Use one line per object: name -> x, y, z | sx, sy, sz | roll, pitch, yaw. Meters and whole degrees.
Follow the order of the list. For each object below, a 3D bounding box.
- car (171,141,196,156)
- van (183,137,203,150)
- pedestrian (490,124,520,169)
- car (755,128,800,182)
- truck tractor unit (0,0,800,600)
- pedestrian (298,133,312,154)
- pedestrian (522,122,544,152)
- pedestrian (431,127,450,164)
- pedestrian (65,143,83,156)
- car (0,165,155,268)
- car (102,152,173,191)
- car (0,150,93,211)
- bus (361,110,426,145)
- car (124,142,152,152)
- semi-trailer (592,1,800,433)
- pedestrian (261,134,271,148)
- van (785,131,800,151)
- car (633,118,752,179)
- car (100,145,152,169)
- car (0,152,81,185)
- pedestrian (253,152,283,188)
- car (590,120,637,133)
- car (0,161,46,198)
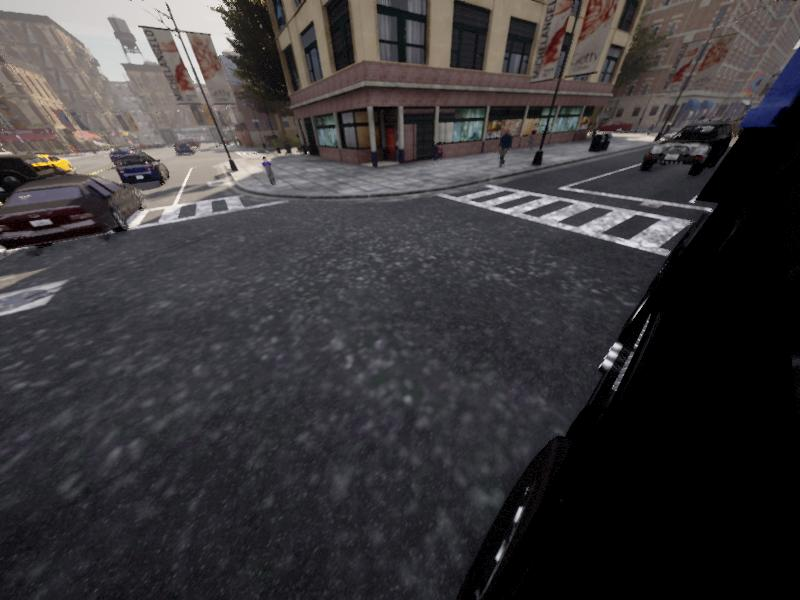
car -> -32.581, -22.796, 34.695 | 1.851, 1.617, 3.988 | -31, 45, -32
van -> -44.235, -33.506, 49.359 | 1.775, 1.987, 4.442 | -18, 39, -19
pedestrian -> 5.418, -7.901, 11.961 | 0.751, 1.860, 0.751 | -28, 44, -29
car -> 16.673, -5.775, 9.038 | 4.792, 1.488, 2.163 | -23, 41, -25
truck tractor unit -> 2.645, -0.295, 0.351 | 6.516, 4.208, 3.053 | -28, 44, -30
pedestrian -> -10.246, -16.954, 24.996 | 0.751, 1.860, 0.751 | -24, 42, -26
pedestrian -> 10.219, -12.541, 17.819 | 0.751, 1.860, 0.751 | -19, 40, -20
pedestrian -> 2.500, -9.626, 14.440 | 0.751, 1.860, 0.751 | -28, 43, -29
pedestrian -> -56.787, -26.161, 40.214 | 0.751, 1.860, 0.751 | -18, 40, -19
car -> -9.616, -2.932, 7.002 | 2.033, 1.411, 5.357 | -24, 42, -26
car -> -15.292, -7.800, 13.768 | 1.816, 1.474, 4.193 | -24, 42, -26
car -> -17.068, -5.716, 10.768 | 1.905, 1.878, 3.866 | -24, 42, -26
bus -> -0.858, -29.463, 39.322 | 10.273, 4.253, 3.944 | -24, 42, -26
car -> -60.091, -35.234, 53.113 | 2.002, 1.452, 4.674 | -11, 38, -10
semi-trailer -> 9.051, -3.343, 3.835 | 14.254, 4.402, 2.717 | -24, 42, -26
pedestrian -> -22.672, -26.962, 39.091 | 0.751, 1.860, 0.751 | -30, 45, -32
van -> 28.058, -11.241, 14.770 | 6.366, 2.431, 2.351 | -24, 42, -26
car -> 13.224, -6.952, 10.476 | 4.605, 1.855, 1.932 | -24, 42, -25
car -> -27.888, -14.787, 23.739 | 2.152, 1.651, 5.027 | -24, 42, -26
car -> -26.817, -9.989, 17.364 | 1.882, 1.535, 5.008 | -25, 42, -27
pedestrian -> -6.052, -6.003, 10.639 | 0.751, 1.300, 0.751 | -22, 41, -23
car -> 34.454, -28.069, 37.464 | 1.882, 1.535, 5.008 | -26, 43, -27
car -> -22.904, -6.724, 12.914 | 1.994, 1.385, 4.181 | -24, 42, -26
